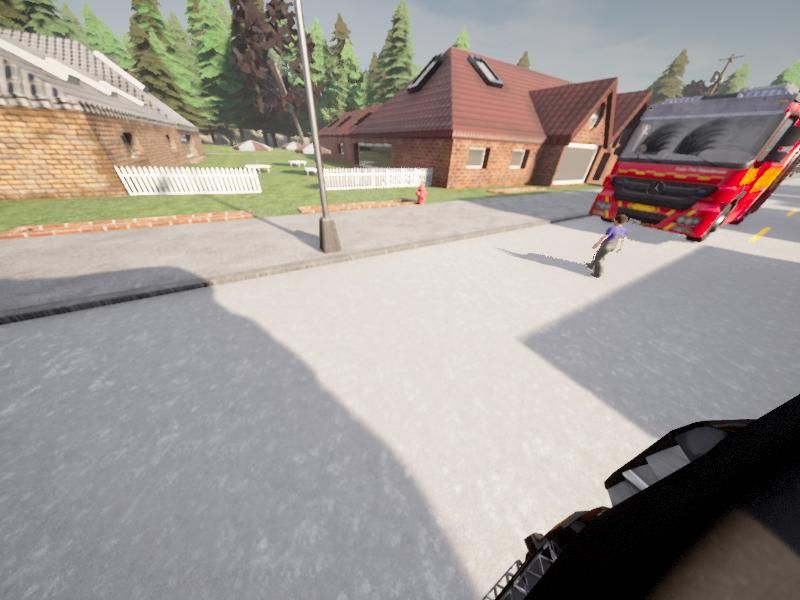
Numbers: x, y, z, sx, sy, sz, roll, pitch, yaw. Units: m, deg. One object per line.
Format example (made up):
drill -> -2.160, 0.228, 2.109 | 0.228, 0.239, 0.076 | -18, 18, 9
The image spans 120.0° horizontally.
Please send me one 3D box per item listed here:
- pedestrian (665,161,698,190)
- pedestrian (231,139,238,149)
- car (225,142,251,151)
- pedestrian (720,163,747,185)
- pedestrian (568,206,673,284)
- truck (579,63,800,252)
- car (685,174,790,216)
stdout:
pedestrian -> 22.077, -9.776, 18.145 | 0.751, 1.860, 0.751 | -20, 40, -30
pedestrian -> -39.105, -37.006, 54.707 | 0.751, 1.860, 0.751 | -25, 43, -35
car -> -40.669, -38.665, 58.181 | 5.027, 1.651, 2.152 | -16, 38, -26
pedestrian -> 33.680, -12.721, 23.355 | 0.751, 1.860, 0.751 | -22, 41, -32
pedestrian -> 4.224, -1.074, 4.574 | 0.751, 1.300, 0.751 | 0, 34, -4
truck -> 11.030, -4.693, 8.231 | 8.468, 3.827, 2.891 | -16, 38, -26
car -> 18.324, -5.851, 12.552 | 4.902, 1.511, 2.128 | -16, 38, -26
